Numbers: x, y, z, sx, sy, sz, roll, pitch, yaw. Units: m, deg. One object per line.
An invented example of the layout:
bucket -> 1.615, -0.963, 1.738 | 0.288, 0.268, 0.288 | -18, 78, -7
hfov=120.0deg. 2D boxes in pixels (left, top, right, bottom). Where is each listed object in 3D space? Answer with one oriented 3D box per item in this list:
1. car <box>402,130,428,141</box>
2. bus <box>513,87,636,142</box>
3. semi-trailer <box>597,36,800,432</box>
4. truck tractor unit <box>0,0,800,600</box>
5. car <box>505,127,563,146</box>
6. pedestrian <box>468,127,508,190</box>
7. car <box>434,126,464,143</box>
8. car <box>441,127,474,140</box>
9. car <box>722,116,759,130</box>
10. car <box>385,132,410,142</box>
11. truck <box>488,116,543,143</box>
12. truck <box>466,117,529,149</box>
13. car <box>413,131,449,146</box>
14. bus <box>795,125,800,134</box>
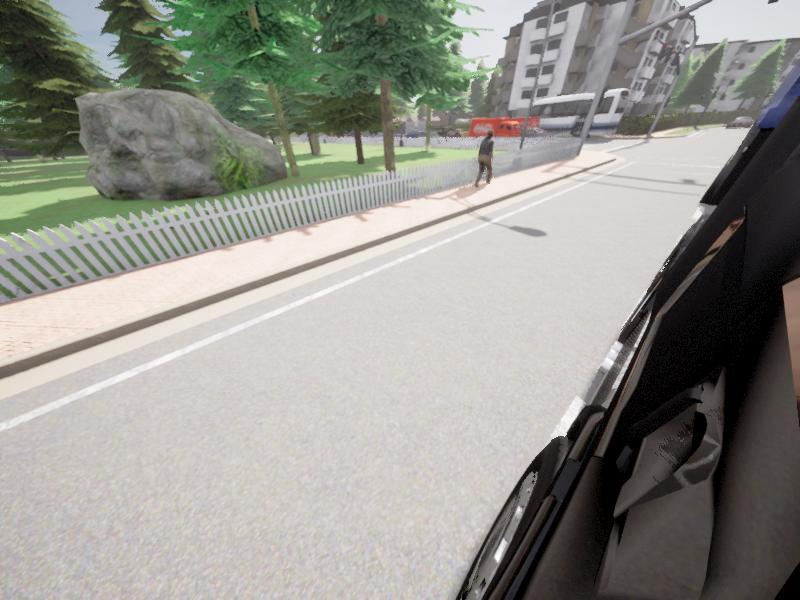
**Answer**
car -> 2.721, -30.138, 42.265 | 1.882, 1.535, 5.008 | -27, 43, -28
bus -> 19.989, -21.773, 27.722 | 3.944, 4.253, 10.273 | -27, 42, -28
semi-trailer -> 8.725, -3.598, 4.185 | 14.254, 4.402, 2.717 | -28, 44, -29
truck tractor unit -> 2.645, -0.295, 0.351 | 6.516, 4.208, 3.053 | -28, 44, -30
car -> 14.530, -18.027, 25.397 | 2.128, 1.511, 4.902 | -27, 43, -28
pedestrian -> 3.153, -5.132, 8.432 | 0.751, 1.860, 0.751 | -28, 43, -29
car -> 6.960, -23.741, 33.183 | 1.905, 1.878, 3.866 | -27, 43, -28
car -> 9.708, -28.422, 39.485 | 1.801, 1.575, 5.366 | -27, 43, -28
car -> 47.596, -24.780, 32.295 | 4.181, 1.385, 1.994 | -24, 42, -25
car -> -0.542, -29.034, 41.215 | 1.895, 1.301, 4.718 | -27, 43, -28
truck -> 14.585, -21.766, 29.569 | 2.627, 2.467, 5.204 | -27, 43, -28
truck -> 10.303, -18.121, 24.947 | 2.627, 2.467, 5.204 | -27, 46, -28
car -> 4.135, -22.257, 31.728 | 1.837, 1.490, 4.892 | -27, 43, -28
bus -> 40.157, -16.932, 19.960 | 10.273, 4.253, 3.944 | -29, 44, -30
